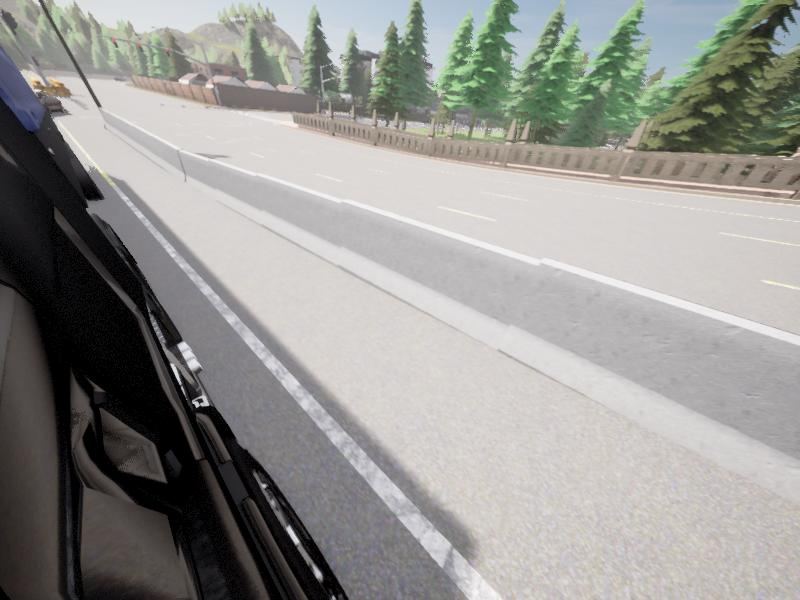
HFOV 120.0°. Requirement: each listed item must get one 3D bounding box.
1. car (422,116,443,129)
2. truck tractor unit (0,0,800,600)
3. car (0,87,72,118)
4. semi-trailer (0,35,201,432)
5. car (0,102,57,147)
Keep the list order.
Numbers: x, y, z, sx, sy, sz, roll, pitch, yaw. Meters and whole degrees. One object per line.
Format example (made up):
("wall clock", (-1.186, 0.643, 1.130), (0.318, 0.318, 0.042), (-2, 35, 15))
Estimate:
("car", (8.235, -44.406, 57.847), (2.150, 2.045, 5.566), (33, 46, 27))
("truck tractor unit", (-2.645, -0.295, 0.351), (6.516, 4.208, 3.053), (28, 44, 30))
("car", (-28.528, -15.390, 17.961), (1.970, 1.475, 3.806), (-13, 44, -23))
("semi-trailer", (-8.639, -3.705, 4.192), (14.254, 4.402, 2.717), (29, 44, 30))
("car", (-19.932, -9.057, 11.813), (4.181, 1.385, 1.994), (32, 45, 26))
